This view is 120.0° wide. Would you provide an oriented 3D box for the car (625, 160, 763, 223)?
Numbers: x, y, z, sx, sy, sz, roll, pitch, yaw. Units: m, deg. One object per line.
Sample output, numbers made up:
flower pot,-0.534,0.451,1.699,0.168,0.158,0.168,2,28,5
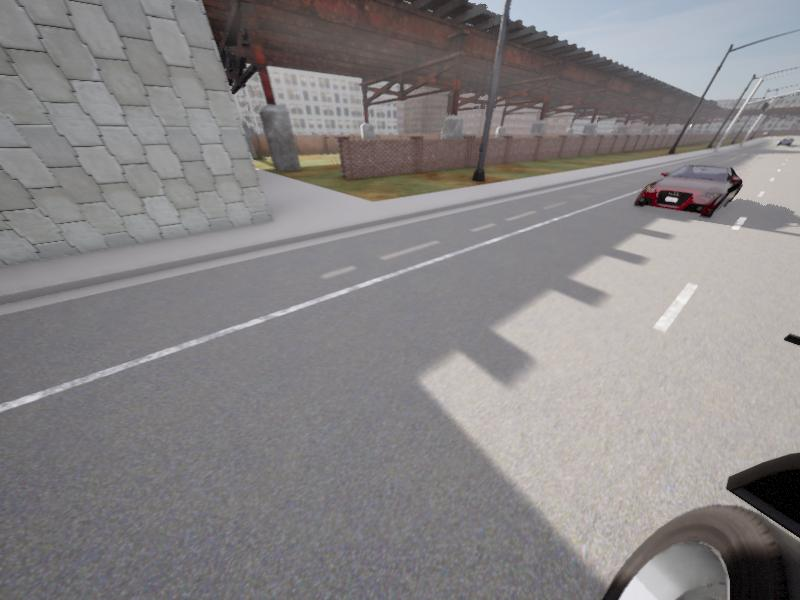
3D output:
car,10.633,-4.092,8.392,4.181,1.385,1.994,-21,40,-26
